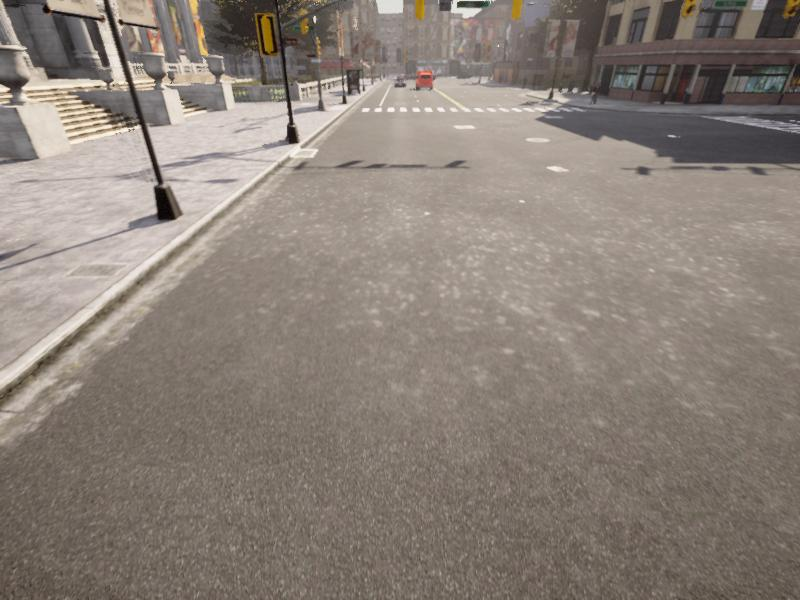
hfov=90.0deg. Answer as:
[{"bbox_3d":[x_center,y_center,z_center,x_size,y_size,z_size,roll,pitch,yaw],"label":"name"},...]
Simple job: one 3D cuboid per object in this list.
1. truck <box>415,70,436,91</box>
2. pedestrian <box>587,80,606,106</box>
[{"bbox_3d":[3.550,-31.430,57.253,2.627,2.467,5.204,0,31,0],"label":"truck"},{"bbox_3d":[16.044,-16.939,32.754,0.751,1.860,0.751,-3,30,-5],"label":"pedestrian"}]
